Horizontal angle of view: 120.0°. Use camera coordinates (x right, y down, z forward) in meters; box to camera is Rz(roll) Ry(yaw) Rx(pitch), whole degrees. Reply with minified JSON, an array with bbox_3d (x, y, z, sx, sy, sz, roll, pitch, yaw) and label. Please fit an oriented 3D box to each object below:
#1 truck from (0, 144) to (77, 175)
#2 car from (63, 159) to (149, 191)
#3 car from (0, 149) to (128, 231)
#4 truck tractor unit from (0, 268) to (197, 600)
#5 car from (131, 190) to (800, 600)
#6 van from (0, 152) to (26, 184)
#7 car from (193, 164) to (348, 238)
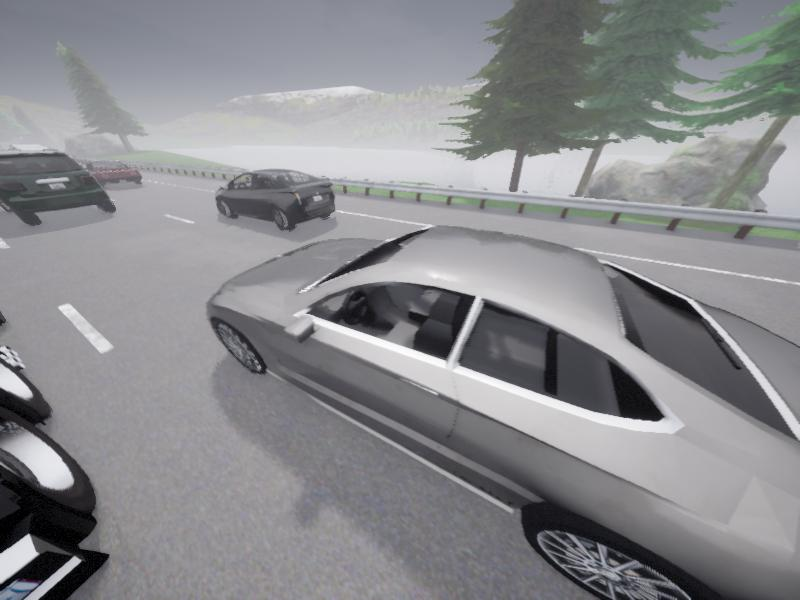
[{"bbox_3d":[-32.728,-12.784,20.818,6.274,2.098,2.390,18,39,24],"label":"truck"},{"bbox_3d":[-18.158,-7.831,14.276,4.718,1.301,1.895,18,39,24],"label":"car"},{"bbox_3d":[-13.179,-4.265,8.451,5.566,2.045,2.150,17,39,24],"label":"car"},{"bbox_3d":[-5.117,-0.294,0.771,6.516,4.208,3.053,18,39,24],"label":"truck tractor unit"},{"bbox_3d":[0.269,0.174,2.329,5.027,1.651,2.152,18,39,24],"label":"car"},{"bbox_3d":[-28.004,-8.966,15.343,4.480,2.038,2.069,18,39,24],"label":"van"},{"bbox_3d":[-4.282,-3.522,7.761,4.514,1.525,2.007,18,39,24],"label":"car"}]
